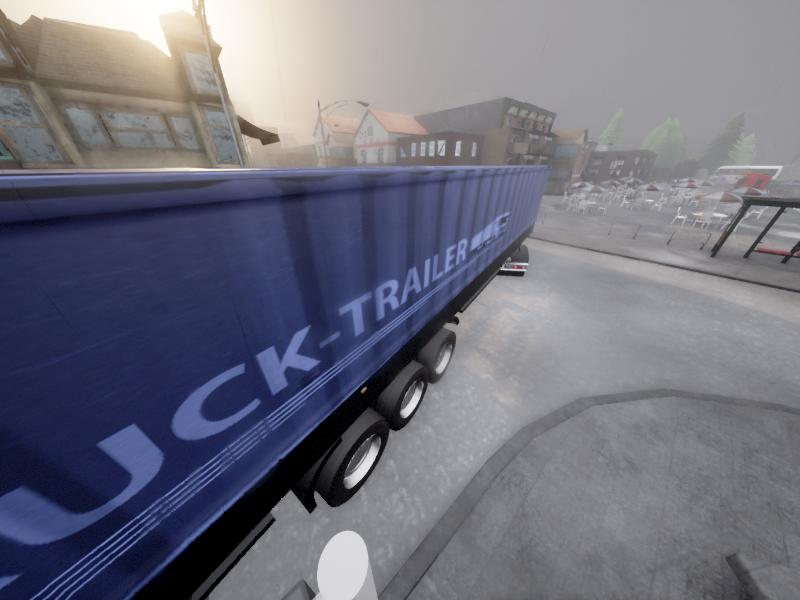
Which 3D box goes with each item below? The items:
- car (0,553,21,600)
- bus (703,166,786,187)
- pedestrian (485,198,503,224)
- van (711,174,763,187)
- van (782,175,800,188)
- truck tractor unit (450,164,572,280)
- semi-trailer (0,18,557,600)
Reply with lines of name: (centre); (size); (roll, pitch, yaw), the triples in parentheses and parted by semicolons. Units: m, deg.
car: (-5.185, 3.673, 0.511); (1.994, 1.385, 4.181); (22, 37, 34)
bus: (83.014, -30.192, 56.246); (3.944, 4.253, 10.273); (-23, 37, -34)
pedestrian: (7.425, -7.064, 18.330); (0.751, 1.860, 0.751); (-2, 30, -3)
van: (79.725, -28.343, 54.868); (2.351, 2.431, 6.366); (-23, 37, -34)
van: (89.405, -25.759, 50.245); (1.988, 2.561, 5.915); (-23, 37, -34)
truck tractor unit: (4.521, -4.379, 11.577); (3.053, 4.208, 6.516); (4, 31, 6)
semi-trailer: (0.741, -1.097, 5.691); (2.717, 4.402, 14.254); (20, 35, 31)
